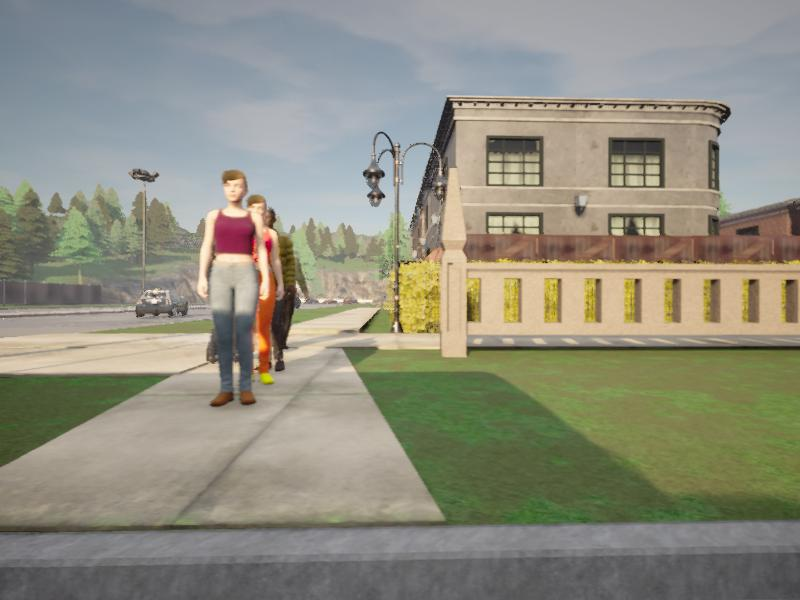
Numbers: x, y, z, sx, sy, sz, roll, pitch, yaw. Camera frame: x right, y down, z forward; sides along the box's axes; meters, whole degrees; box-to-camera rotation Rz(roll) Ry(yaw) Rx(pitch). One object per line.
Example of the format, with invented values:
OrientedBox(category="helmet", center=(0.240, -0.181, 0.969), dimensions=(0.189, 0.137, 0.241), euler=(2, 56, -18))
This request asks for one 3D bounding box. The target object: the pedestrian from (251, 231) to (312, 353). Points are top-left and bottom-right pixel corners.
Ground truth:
OrientedBox(category="pedestrian", center=(-1.883, -0.119, 6.453), dimensions=(0.751, 1.860, 0.751), euler=(0, 0, -1))

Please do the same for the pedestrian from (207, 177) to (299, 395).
OrientedBox(category="pedestrian", center=(-1.393, -0.118, 3.871), dimensions=(0.751, 1.860, 0.751), euler=(0, 0, -18))

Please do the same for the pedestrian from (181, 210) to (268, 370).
OrientedBox(category="pedestrian", center=(-2.256, -0.120, 5.172), dimensions=(0.751, 1.860, 0.751), euler=(0, 0, 36))

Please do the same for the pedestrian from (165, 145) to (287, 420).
OrientedBox(category="pedestrian", center=(-1.299, -0.118, 3.144), dimensions=(0.751, 1.860, 0.751), euler=(0, 0, -12))

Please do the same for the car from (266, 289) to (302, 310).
OrientedBox(category="car", center=(-11.631, -0.055, 40.571), dimensions=(2.150, 2.045, 5.566), euler=(0, 0, -2))

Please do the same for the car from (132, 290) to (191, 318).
OrientedBox(category="car", center=(-13.599, 0.225, 23.078), dimensions=(1.970, 1.475, 3.806), euler=(0, 0, -15))

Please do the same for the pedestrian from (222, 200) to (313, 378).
OrientedBox(category="pedestrian", center=(-1.477, -0.118, 4.578), dimensions=(0.751, 1.860, 0.751), euler=(0, 0, 4))
